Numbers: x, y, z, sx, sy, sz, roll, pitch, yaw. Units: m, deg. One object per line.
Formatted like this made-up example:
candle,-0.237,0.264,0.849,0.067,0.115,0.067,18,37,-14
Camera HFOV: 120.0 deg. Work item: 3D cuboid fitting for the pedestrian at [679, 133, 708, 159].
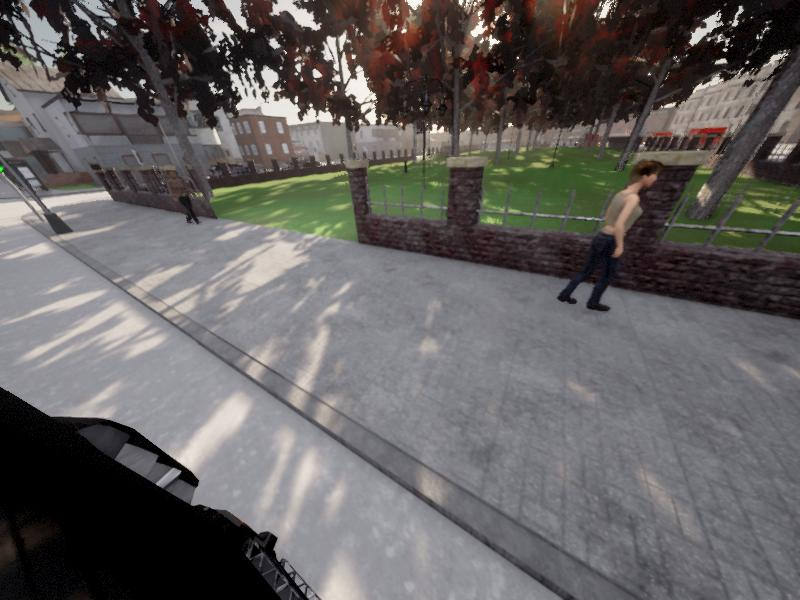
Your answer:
pedestrian,26.217,-13.745,20.668,0.751,1.860,0.751,17,38,27

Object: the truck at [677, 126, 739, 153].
truck,37.594,-19.780,28.493,2.627,2.467,5.204,16,40,27

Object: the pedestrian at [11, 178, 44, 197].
pedestrian,-31.427,-9.511,19.503,0.751,1.300,0.751,-25,39,-29

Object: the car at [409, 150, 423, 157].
car,4.422,-40.495,63.807,1.837,1.490,4.892,16,38,26

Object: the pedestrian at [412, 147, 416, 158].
pedestrian,2.974,-31.272,49.043,0.751,1.860,0.751,16,38,26

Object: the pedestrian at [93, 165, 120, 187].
pedestrian,-29.632,-12.495,23.349,0.751,1.860,0.751,-17,36,-20

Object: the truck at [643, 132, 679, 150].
truck,46.906,-28.779,41.747,2.627,2.467,5.204,16,38,26

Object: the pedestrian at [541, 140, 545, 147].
pedestrian,47.760,-52.334,77.173,0.751,1.860,0.751,15,38,26

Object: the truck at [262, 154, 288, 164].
truck,-32.173,-36.361,59.630,6.274,2.098,2.390,17,38,27

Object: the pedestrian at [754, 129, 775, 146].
pedestrian,50.131,-22.417,31.799,0.751,1.860,0.751,25,43,36

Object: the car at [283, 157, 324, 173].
car,-13.219,-18.803,32.092,2.128,1.511,4.902,14,37,24

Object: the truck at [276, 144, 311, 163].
truck,-28.032,-38.449,60.880,8.468,3.827,2.891,15,38,26

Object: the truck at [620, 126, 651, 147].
truck,58.606,-40.878,57.808,2.891,3.827,8.468,16,38,26

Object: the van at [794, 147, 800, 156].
van,34.711,-12.409,18.072,1.775,1.987,4.442,16,38,26

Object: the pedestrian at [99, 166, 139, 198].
pedestrian,-18.972,-7.956,15.637,0.751,1.860,0.751,12,36,22

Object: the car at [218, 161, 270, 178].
car,-19.900,-16.891,29.754,2.128,1.511,4.902,16,38,26

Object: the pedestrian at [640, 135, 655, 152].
pedestrian,34.386,-21.747,32.081,0.751,1.860,0.751,23,42,34

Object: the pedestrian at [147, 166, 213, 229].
pedestrian,-7.591,-3.571,8.080,0.751,1.860,0.751,13,37,23

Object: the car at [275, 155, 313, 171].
car,-15.877,-20.656,34.777,1.932,1.855,4.605,18,39,29

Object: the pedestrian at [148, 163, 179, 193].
pedestrian,-17.850,-9.214,17.444,0.751,1.860,0.751,19,39,29

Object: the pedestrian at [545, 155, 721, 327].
pedestrian,2.564,-0.688,2.893,0.751,1.860,0.751,10,36,19

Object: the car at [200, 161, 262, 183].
car,-18.140,-14.010,25.153,2.033,1.649,4.856,14,37,25
